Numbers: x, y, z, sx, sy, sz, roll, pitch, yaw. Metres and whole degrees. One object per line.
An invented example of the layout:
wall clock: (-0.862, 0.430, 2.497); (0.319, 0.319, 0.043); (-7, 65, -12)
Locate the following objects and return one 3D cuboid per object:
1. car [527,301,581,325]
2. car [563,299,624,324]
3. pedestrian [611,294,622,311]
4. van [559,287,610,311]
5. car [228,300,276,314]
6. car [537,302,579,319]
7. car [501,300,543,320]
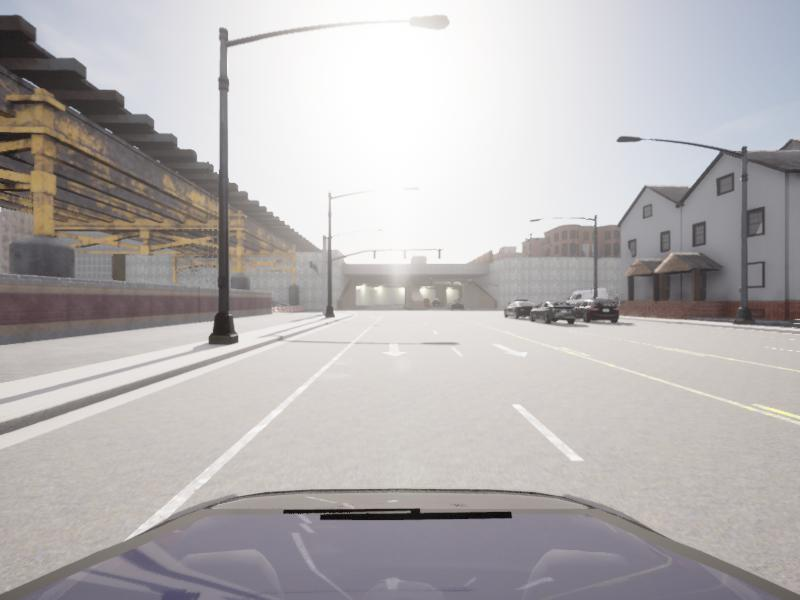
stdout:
car: (10.499, 0.845, 27.723); (2.007, 1.525, 4.514); (0, 0, 0)
car: (13.996, 0.773, 29.306); (2.242, 1.667, 4.611); (0, 0, 0)
pedestrian: (23.496, 0.234, 43.362); (0.751, 1.860, 0.751); (0, 0, -18)
van: (25.164, -0.115, 54.749); (5.915, 2.561, 1.988); (-6, 0, 0)
car: (-17.669, 0.824, 47.818); (2.038, 1.542, 4.974); (0, 0, 44)
car: (14.116, 0.891, 36.061); (1.812, 1.442, 4.674); (0, 0, -1)
car: (10.503, 0.791, 34.812); (1.930, 1.638, 5.238); (0, 0, -1)
